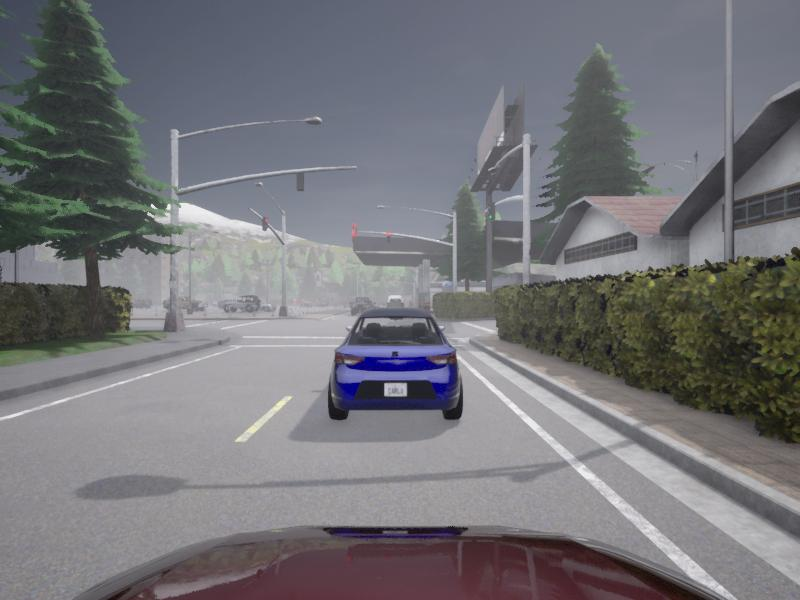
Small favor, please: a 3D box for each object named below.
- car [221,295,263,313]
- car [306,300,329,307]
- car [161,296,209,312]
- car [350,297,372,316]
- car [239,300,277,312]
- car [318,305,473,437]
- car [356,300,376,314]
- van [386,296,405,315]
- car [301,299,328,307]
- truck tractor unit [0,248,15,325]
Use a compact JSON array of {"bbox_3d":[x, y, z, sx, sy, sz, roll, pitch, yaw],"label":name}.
[{"bbox_3d":[-17.261,0.420,43.919,3.866,1.878,1.905,0,0,-1],"label":"car"},{"bbox_3d":[-17.444,0.683,84.640,4.514,1.523,2.007,0,0,-1],"label":"car"},{"bbox_3d":[-25.183,0.441,47.071,4.605,1.855,1.932,0,0,-1],"label":"car"},{"bbox_3d":[-3.957,0.646,41.350,1.905,1.878,3.866,0,0,-1],"label":"car"},{"bbox_3d":[-16.706,0.704,47.253,3.806,1.475,1.970,0,0,-1],"label":"car"},{"bbox_3d":[-0.077,0.854,6.770,1.816,1.474,4.193,0,0,-1],"label":"car"},{"bbox_3d":[-4.027,0.778,47.803,2.033,1.649,4.856,0,0,-1],"label":"car"},{"bbox_3d":[-0.498,0.571,45.107,2.069,2.038,4.480,0,0,-1],"label":"van"},{"bbox_3d":[-17.339,0.674,81.505,5.027,1.636,2.152,0,0,-1],"label":"car"},{"bbox_3d":[-25.105,-0.717,21.071,6.516,4.208,3.053,0,0,-2],"label":"truck tractor unit"}]
